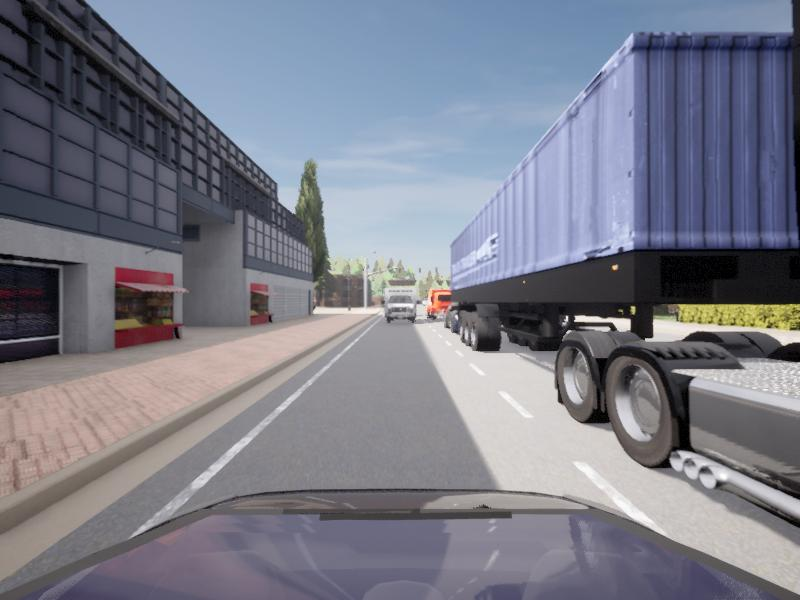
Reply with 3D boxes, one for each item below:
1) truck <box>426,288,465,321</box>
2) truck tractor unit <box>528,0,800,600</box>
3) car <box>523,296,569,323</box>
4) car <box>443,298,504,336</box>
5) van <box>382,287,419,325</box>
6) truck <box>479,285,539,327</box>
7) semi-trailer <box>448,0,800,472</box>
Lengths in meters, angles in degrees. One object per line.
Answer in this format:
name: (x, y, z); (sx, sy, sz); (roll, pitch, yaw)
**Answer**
truck: (3.557, 0.369, 32.595); (2.627, 2.467, 5.204); (0, 0, 0)
truck tractor unit: (3.504, -0.501, 2.926); (3.053, 4.208, 6.516); (0, 0, 0)
car: (10.556, 0.653, 29.234); (1.905, 1.878, 3.866); (0, 0, 0)
car: (3.532, 0.761, 20.122); (2.242, 1.667, 4.611); (0, 0, 0)
van: (0.047, 0.384, 28.730); (2.351, 2.431, 6.366); (0, 0, 0)
truck: (7.044, 0.363, 26.583); (2.627, 2.467, 5.204); (0, 0, 0)
semi-trailer: (3.510, -0.615, 10.845); (2.717, 4.402, 14.254); (0, 0, 0)
